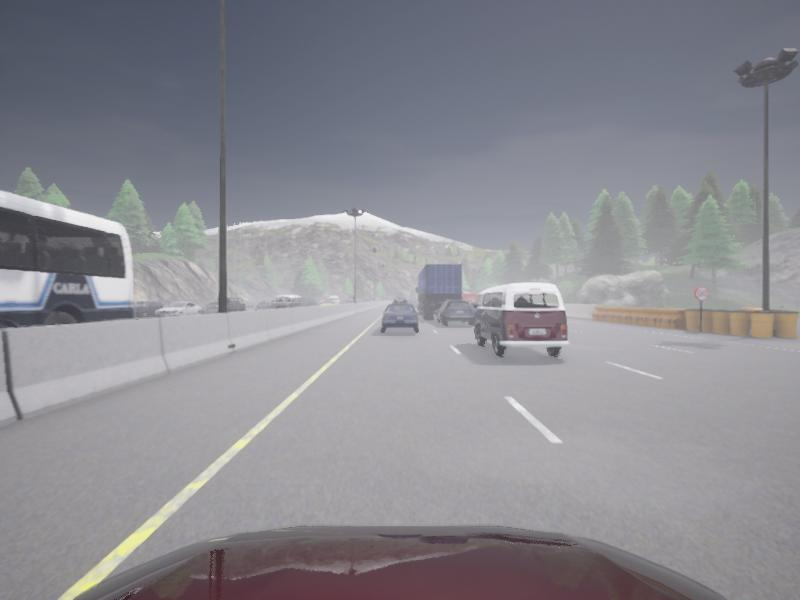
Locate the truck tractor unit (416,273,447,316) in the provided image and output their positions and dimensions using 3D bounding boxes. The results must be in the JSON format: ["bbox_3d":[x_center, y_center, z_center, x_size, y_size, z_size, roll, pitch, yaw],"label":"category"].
[{"bbox_3d":[3.246,-0.585,43.054,3.053,4.208,6.516,0,1,2],"label":"truck tractor unit"}]

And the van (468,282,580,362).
[{"bbox_3d":[3.502,0.553,12.338,2.069,2.038,4.480,0,0,0],"label":"van"}]

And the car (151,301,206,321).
[{"bbox_3d":[-17.492,0.824,31.916,1.812,1.442,4.674,0,0,0],"label":"car"}]

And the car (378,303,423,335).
[{"bbox_3d":[0.004,0.865,20.733,2.033,1.411,5.357,0,0,0],"label":"car"}]

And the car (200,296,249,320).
[{"bbox_3d":[-13.998,0.607,32.192,1.932,1.855,4.605,0,0,0],"label":"car"}]

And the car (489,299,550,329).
[{"bbox_3d":[7.002,0.746,24.114,2.152,1.651,5.027,0,0,0],"label":"car"}]

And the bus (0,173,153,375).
[{"bbox_3d":[-10.377,-0.546,8.493,3.944,4.253,10.273,0,0,0],"label":"bus"}]

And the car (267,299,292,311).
[{"bbox_3d":[-17.494,0.697,58.549,2.152,1.651,5.027,0,0,0],"label":"car"}]

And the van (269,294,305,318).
[{"bbox_3d":[-10.498,0.516,37.461,2.069,2.038,4.480,0,0,0],"label":"van"}]

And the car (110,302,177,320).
[{"bbox_3d":[-20.997,0.847,33.090,2.033,1.411,5.357,0,0,0],"label":"car"}]

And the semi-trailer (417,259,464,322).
[{"bbox_3d":[3.153,-0.667,35.144,2.717,4.402,14.254,0,0,0],"label":"semi-trailer"}]

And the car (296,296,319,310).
[{"bbox_3d":[-13.996,0.481,60.669,2.150,2.045,5.566,0,0,0],"label":"car"}]

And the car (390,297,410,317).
[{"bbox_3d":[0.001,0.599,39.901,1.932,1.855,4.605,0,1,0],"label":"car"}]

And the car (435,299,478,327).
[{"bbox_3d":[3.495,0.748,25.708,2.033,1.649,4.856,0,0,0],"label":"car"}]

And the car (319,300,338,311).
[{"bbox_3d":[-10.495,0.716,59.122,1.801,1.575,5.366,0,0,0],"label":"car"}]
